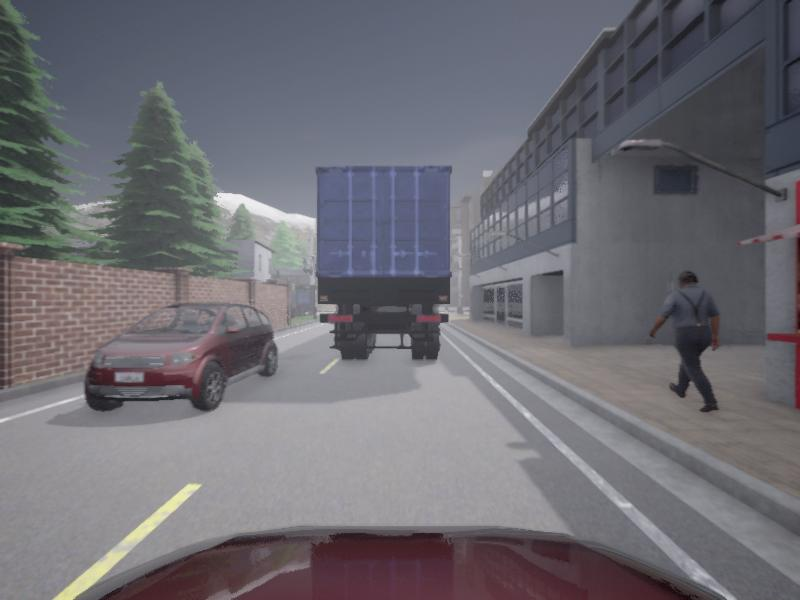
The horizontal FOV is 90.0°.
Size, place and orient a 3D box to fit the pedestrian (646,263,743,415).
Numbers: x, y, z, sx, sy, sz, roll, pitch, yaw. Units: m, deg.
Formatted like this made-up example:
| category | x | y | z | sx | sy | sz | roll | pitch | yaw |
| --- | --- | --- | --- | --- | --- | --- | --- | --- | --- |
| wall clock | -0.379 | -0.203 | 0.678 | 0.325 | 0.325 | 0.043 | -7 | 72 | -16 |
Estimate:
| category | x | y | z | sx | sy | sz | roll | pitch | yaw |
| --- | --- | --- | --- | --- | --- | --- | --- | --- | --- |
| pedestrian | 3.851 | 0.483 | 5.302 | 0.751 | 1.860 | 0.751 | 0 | 0 | 5 |

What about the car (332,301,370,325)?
| category | x | y | z | sx | sy | sz | roll | pitch | yaw |
| --- | --- | --- | --- | --- | --- | --- | --- | --- | --- |
| car | -3.211 | 0.815 | 27.043 | 2.007 | 1.525 | 4.514 | 0 | 0 | 1 |

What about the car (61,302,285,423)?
| category | x | y | z | sx | sy | sz | roll | pitch | yaw |
| --- | --- | --- | --- | --- | --- | --- | --- | --- | --- |
| car | -3.465 | 0.813 | 7.013 | 1.789 | 1.549 | 3.705 | 0 | 0 | 1 |

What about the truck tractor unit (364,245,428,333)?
| category | x | y | z | sx | sy | sz | roll | pitch | yaw |
| --- | --- | --- | --- | --- | --- | --- | --- | --- | --- |
| truck tractor unit | -0.108 | -0.527 | 22.378 | 3.053 | 4.208 | 6.516 | 0 | 0 | 1 |

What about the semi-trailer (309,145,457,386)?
| category | x | y | z | sx | sy | sz | roll | pitch | yaw |
| --- | --- | --- | --- | --- | --- | --- | --- | --- | --- |
| semi-trailer | -0.219 | -0.624 | 14.465 | 2.717 | 4.402 | 14.254 | 0 | 0 | 1 |
